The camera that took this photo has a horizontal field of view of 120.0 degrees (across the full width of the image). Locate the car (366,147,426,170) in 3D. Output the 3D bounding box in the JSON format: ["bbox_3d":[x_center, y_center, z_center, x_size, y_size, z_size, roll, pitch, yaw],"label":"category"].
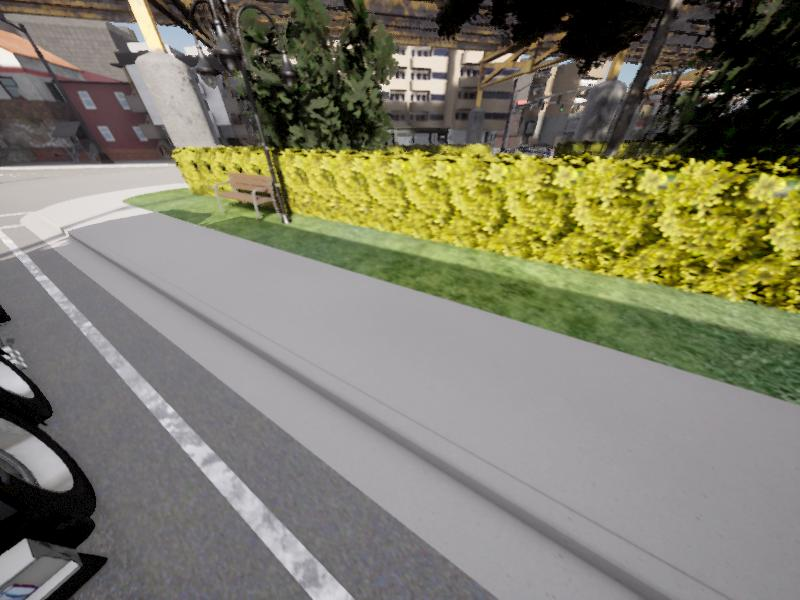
[{"bbox_3d":[-0.408,-13.578,22.046,5.238,1.638,1.930,-9,36,-12],"label":"car"}]

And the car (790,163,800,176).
[{"bbox_3d":[30.362,-8.629,14.833,2.128,1.511,4.902,-8,36,-10],"label":"car"}]

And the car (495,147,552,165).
[{"bbox_3d":[13.260,-15.602,24.947,4.974,1.542,2.038,-9,36,-12],"label":"car"}]

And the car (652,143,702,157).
[{"bbox_3d":[40.196,-21.794,33.536,5.238,1.638,1.930,-9,36,-12],"label":"car"}]

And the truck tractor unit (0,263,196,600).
[{"bbox_3d":[-5.110,-0.301,0.787,6.516,4.208,3.053,18,39,24],"label":"truck tractor unit"}]
